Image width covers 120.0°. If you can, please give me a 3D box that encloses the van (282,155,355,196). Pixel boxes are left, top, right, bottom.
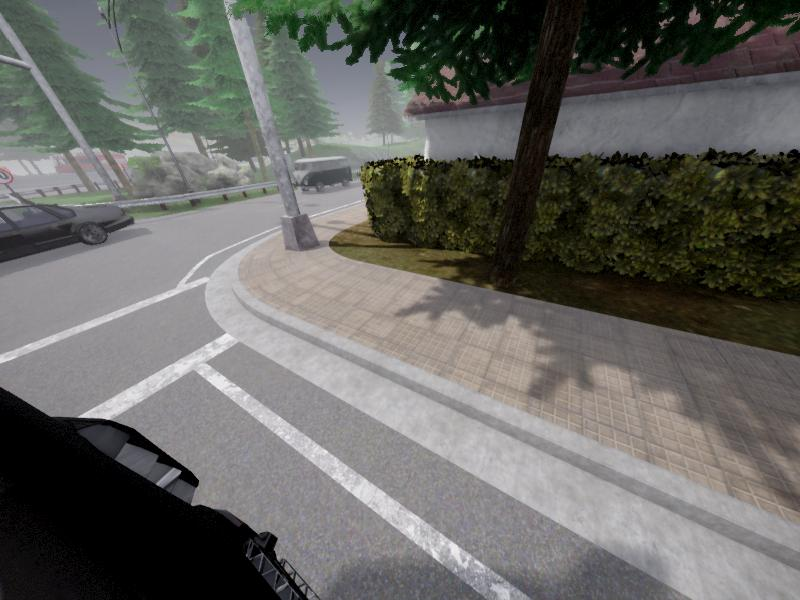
[{"bbox_3d":[-5.412,-8.786,16.144,1.775,1.987,4.442,16,38,26],"label":"van"}]

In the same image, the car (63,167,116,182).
[{"bbox_3d":[-50.383,-20.476,37.660,1.837,1.490,4.892,16,41,26],"label":"car"}]

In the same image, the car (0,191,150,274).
[{"bbox_3d":[-11.010,-1.764,6.331,2.033,1.411,5.357,5,35,12],"label":"car"}]

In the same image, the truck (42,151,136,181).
[{"bbox_3d":[-52.669,-23.092,39.679,2.891,3.827,8.468,16,38,26],"label":"truck"}]

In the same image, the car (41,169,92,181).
[{"bbox_3d":[-59.912,-22.611,41.622,1.837,1.490,4.892,16,38,26],"label":"car"}]

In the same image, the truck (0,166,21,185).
[{"bbox_3d":[-64.021,-18.959,35.563,2.627,2.467,5.204,16,38,26],"label":"truck"}]

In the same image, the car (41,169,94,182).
[{"bbox_3d":[-57.108,-21.503,39.790,2.128,1.511,4.902,16,38,26],"label":"car"}]

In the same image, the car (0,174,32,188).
[{"bbox_3d":[-54.550,-16.327,31.768,1.970,1.475,3.806,16,38,26],"label":"car"}]
